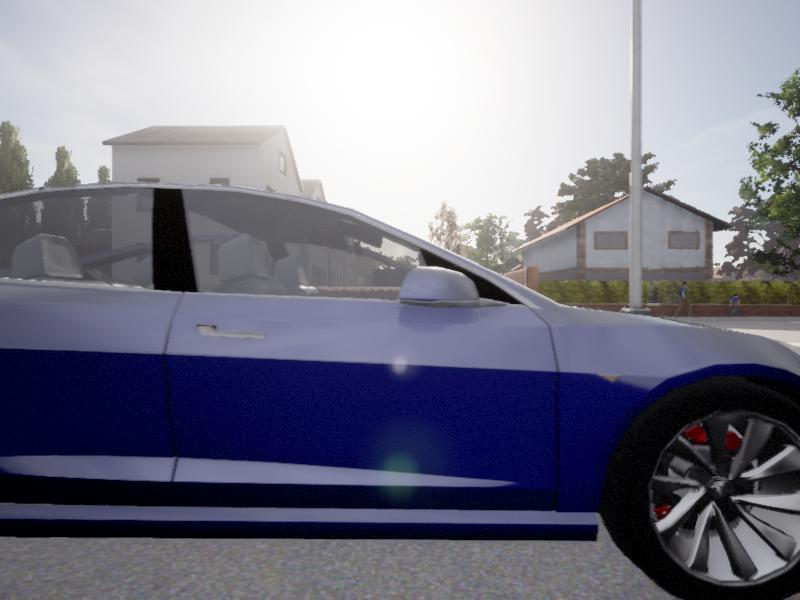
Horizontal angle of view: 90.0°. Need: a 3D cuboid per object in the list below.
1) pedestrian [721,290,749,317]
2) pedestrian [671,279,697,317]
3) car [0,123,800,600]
[{"bbox_3d":[16.571,0.186,19.811,0.751,1.300,0.751,0,0,1],"label":"pedestrian"},{"bbox_3d":[13.981,-0.097,19.711,0.751,1.860,0.751,0,0,3],"label":"pedestrian"},{"bbox_3d":[-0.543,0.249,2.198,4.792,1.488,2.163,0,0,0],"label":"car"}]
